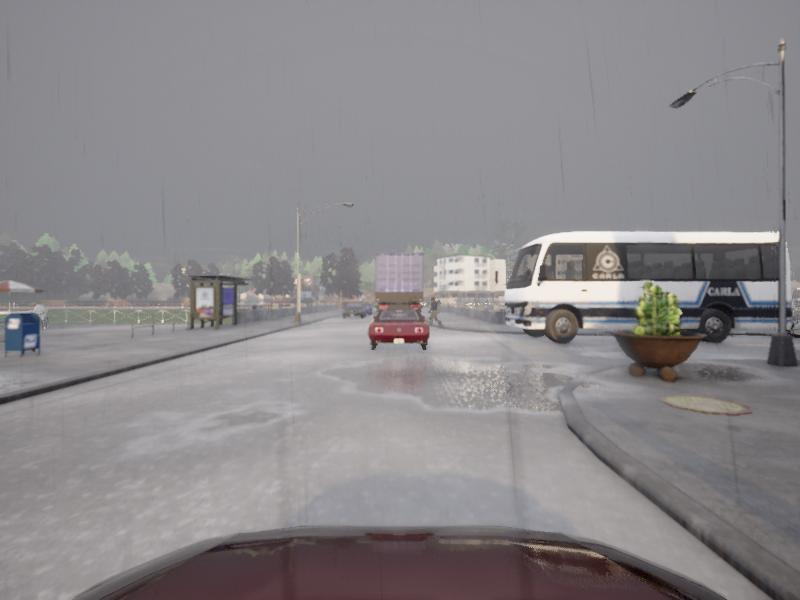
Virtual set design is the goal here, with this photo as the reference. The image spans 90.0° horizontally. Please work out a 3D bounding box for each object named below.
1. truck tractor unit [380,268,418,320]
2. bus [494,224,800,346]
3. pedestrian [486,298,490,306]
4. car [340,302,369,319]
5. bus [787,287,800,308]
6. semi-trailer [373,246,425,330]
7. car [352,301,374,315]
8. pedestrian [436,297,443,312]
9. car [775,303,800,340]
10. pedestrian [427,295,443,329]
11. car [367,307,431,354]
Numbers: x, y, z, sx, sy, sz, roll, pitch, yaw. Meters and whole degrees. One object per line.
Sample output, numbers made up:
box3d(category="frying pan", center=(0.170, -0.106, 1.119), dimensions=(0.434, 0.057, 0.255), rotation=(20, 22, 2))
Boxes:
box3d(category="truck tractor unit", center=(-0.067, -0.503, 35.925), dimensions=(3.053, 4.208, 6.516), rotation=(0, 0, 0))
box3d(category="bus", center=(9.351, -0.525, 15.963), dimensions=(10.273, 4.253, 3.944), rotation=(0, 0, -1))
box3d(category="pedestrian", center=(19.273, 0.463, 87.870), dimensions=(0.751, 1.860, 0.751), rotation=(0, 0, -2))
box3d(category="car", center=(-4.056, 0.914, 36.597), dimensions=(2.033, 1.411, 5.357), rotation=(0, 0, 0))
box3d(category="bus", center=(86.233, -0.495, 81.835), dimensions=(10.273, 4.253, 3.944), rotation=(0, 0, 0))
box3d(category="semi-trailer", center=(-0.049, -0.602, 28.012), dimensions=(2.717, 4.402, 14.254), rotation=(0, 0, 0))
box3d(category="car", center=(-4.080, 0.852, 44.420), dimensions=(2.007, 1.525, 4.514), rotation=(0, 0, 0))
box3d(category="pedestrian", center=(5.025, 0.560, 51.197), dimensions=(0.751, 1.860, 0.751), rotation=(0, 0, 0))
box3d(category="car", center=(17.969, 0.862, 16.165), dimensions=(3.806, 1.475, 1.970), rotation=(0, 0, 0))
box3d(category="pedestrian", center=(1.934, 0.649, 22.176), dimensions=(0.751, 1.860, 0.751), rotation=(0, 0, 15))
box3d(category="car", center=(-0.029, 0.951, 14.318), dimensions=(1.895, 1.301, 4.718), rotation=(0, 0, 0))
